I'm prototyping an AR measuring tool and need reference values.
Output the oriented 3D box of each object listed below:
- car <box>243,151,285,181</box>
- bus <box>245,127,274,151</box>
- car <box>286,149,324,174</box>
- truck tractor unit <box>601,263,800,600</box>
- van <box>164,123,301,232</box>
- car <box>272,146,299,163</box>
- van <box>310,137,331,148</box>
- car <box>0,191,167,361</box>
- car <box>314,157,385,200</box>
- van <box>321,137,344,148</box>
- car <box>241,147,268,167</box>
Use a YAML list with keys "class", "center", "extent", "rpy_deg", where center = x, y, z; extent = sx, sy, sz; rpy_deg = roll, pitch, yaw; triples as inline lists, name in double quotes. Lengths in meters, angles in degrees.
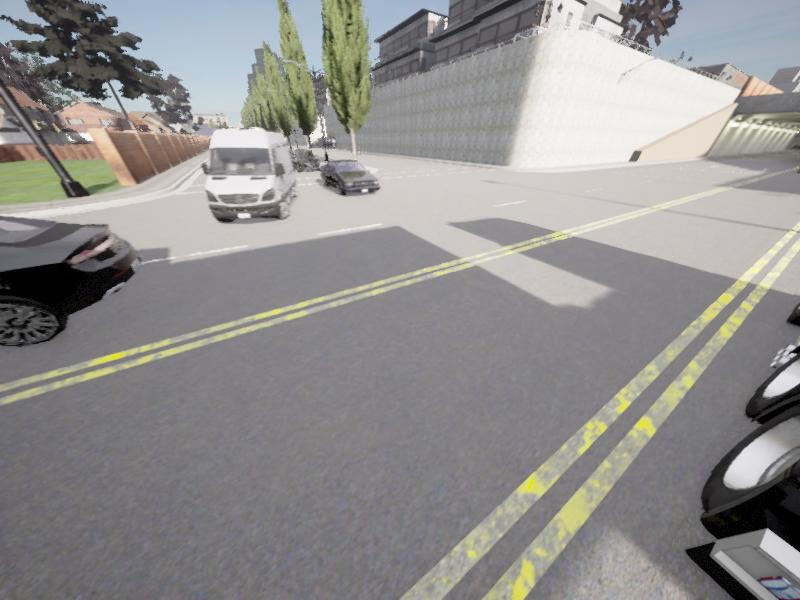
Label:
- class: "car"
  center: [-9.870, -9.738, 16.637]
  extent: [1.970, 1.475, 3.806]
  rpy_deg: [-18, 39, -25]
- class: "bus"
  center: [-32.408, -36.851, 52.971]
  extent: [3.944, 4.253, 10.273]
  rpy_deg: [-18, 39, -25]
- class: "car"
  center: [-8.422, -12.266, 20.279]
  extent: [1.837, 1.490, 4.892]
  rpy_deg: [-18, 39, -25]
- class: "truck tractor unit"
  center: [5.120, -0.288, 0.788]
  extent: [6.516, 4.208, 3.053]
  rpy_deg: [-18, 39, -24]
- class: "van"
  center: [-5.356, -4.844, 8.714]
  extent: [1.988, 2.561, 5.915]
  rpy_deg: [-7, 35, -13]
- class: "car"
  center: [-13.916, -17.617, 27.891]
  extent: [2.007, 1.525, 4.514]
  rpy_deg: [-18, 39, -25]
- class: "van"
  center: [-25.889, -51.591, 75.572]
  extent: [5.915, 2.561, 1.988]
  rpy_deg: [-20, 40, -23]
- class: "car"
  center: [-6.496, -0.047, 2.694]
  extent: [4.902, 1.511, 2.128]
  rpy_deg: [-19, 39, -26]
- class: "car"
  center: [-2.921, -6.801, 12.561]
  extent: [2.033, 1.411, 5.357]
  rpy_deg: [-17, 39, -24]
- class: "van"
  center: [-21.680, -50.703, 74.245]
  extent: [6.366, 2.431, 2.351]
  rpy_deg: [-21, 40, -23]
- class: "car"
  center: [-15.062, -14.817, 23.819]
  extent: [1.789, 1.549, 3.705]
  rpy_deg: [-18, 39, -25]
